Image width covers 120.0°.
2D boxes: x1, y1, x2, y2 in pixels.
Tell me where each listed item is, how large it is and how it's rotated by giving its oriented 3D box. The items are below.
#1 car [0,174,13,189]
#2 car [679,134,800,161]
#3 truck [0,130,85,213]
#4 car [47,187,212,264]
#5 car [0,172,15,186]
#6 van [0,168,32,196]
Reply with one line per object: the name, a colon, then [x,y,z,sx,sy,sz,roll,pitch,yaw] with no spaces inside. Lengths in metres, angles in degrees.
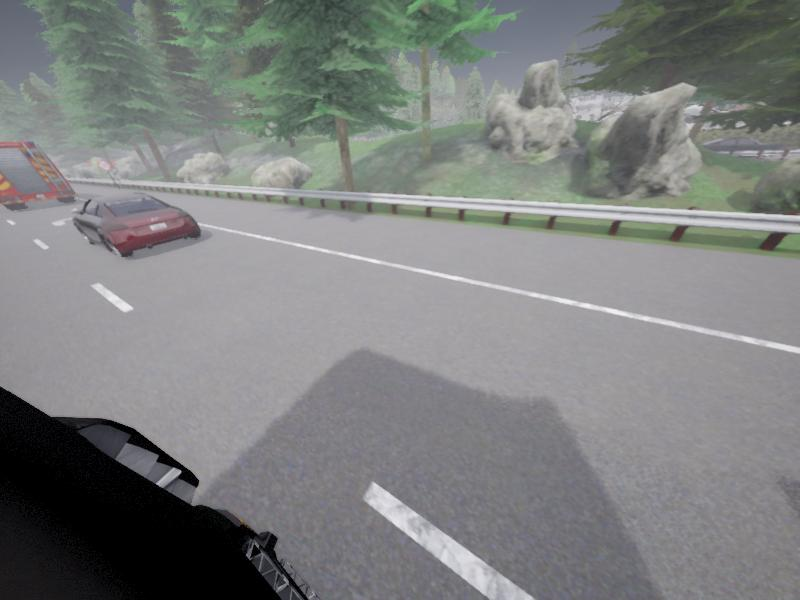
car: [-49.458,-14.273,27.857,4.974,1.542,2.038,16,38,26]
car: [26.541,-12.090,18.416,5.008,1.535,1.882,16,38,26]
truck: [-25.223,-8.331,14.961,8.468,3.827,2.891,16,38,26]
car: [-8.240,-2.498,7.084,4.181,1.385,1.994,16,38,26]
car: [-57.562,-17.216,32.889,3.705,1.549,1.789,27,45,36]
van: [-37.605,-11.116,21.729,4.480,2.038,2.069,16,38,26]
